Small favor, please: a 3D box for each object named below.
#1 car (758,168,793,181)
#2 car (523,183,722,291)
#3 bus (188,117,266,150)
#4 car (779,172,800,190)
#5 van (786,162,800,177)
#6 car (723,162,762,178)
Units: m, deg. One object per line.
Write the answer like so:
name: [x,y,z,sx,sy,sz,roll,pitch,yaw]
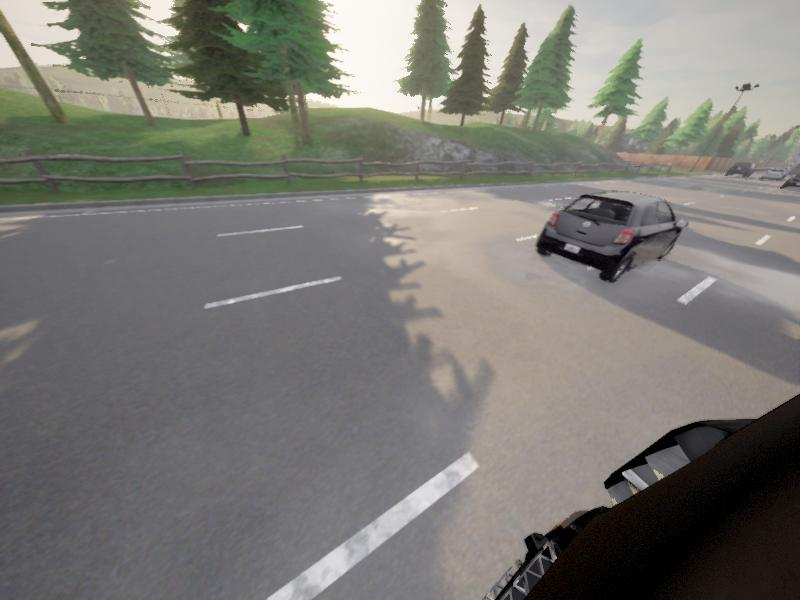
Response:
car: [56.354,-18.874,34.673,3.806,1.475,1.970,-16,39,-26]
car: [5.112,-1.718,5.426,3.633,1.501,1.845,-16,39,-26]
bus: [-31.187,-30.326,42.367,10.273,4.253,3.944,-16,39,-26]
car: [41.374,-12.207,23.705,4.193,1.474,1.816,-16,39,-26]
van: [85.948,-27.999,49.399,5.915,2.561,1.988,-16,39,-26]
car: [55.372,-21.094,37.367,5.566,2.045,2.150,-16,39,-26]
